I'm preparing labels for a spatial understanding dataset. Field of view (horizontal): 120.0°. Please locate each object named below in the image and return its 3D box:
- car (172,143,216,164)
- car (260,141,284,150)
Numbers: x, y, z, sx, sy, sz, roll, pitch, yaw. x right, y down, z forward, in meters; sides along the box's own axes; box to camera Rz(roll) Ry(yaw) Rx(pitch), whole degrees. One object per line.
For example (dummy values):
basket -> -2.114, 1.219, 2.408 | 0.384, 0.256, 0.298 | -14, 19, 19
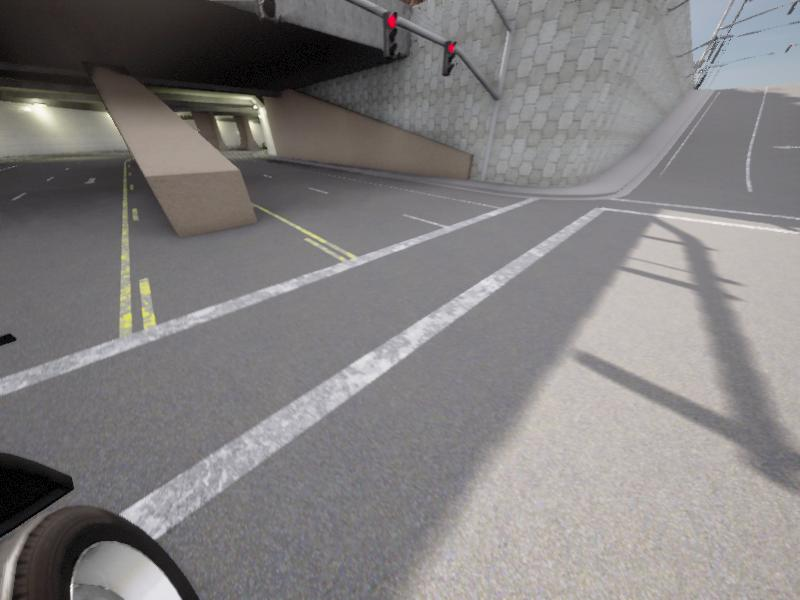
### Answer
car -> -22.262, -15.894, 24.938 | 5.027, 1.651, 2.152 | 28, 43, 33
car -> -28.979, -35.169, 52.505 | 2.007, 1.525, 4.514 | 11, 36, 14
